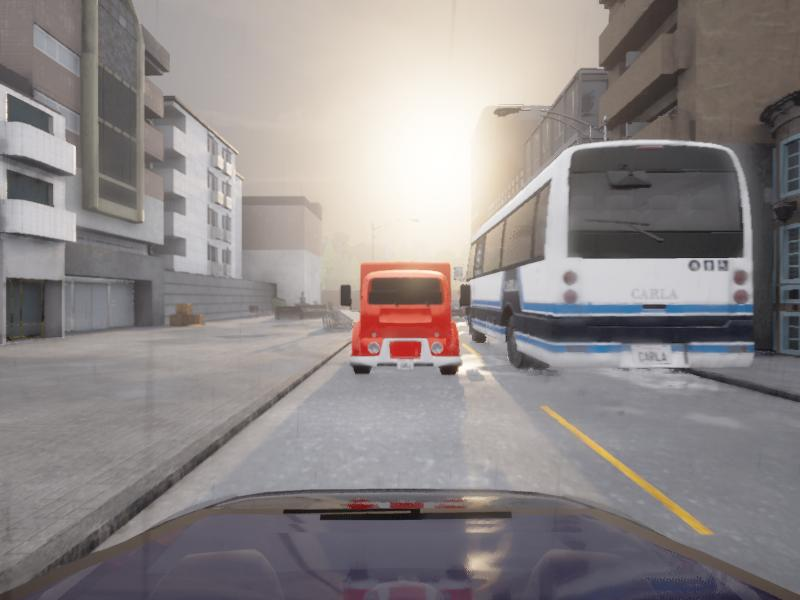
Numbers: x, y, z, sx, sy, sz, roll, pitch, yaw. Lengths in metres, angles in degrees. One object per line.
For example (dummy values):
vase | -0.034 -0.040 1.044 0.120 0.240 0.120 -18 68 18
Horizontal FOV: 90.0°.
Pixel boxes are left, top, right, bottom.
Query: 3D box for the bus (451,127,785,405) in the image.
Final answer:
bus | 4.002 -0.546 11.292 3.944 4.253 10.273 0 0 1

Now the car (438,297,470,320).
car | 4.407 0.655 33.350 2.097 1.767 4.553 0 0 1

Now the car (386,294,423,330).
car | 0.278 0.620 22.590 1.905 1.878 3.866 0 0 1

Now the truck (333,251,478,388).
truck | 0.130 0.343 9.833 2.627 2.467 5.204 0 0 1

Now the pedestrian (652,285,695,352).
pedestrian | 7.932 0.519 11.621 0.751 1.860 0.751 0 0 -23
